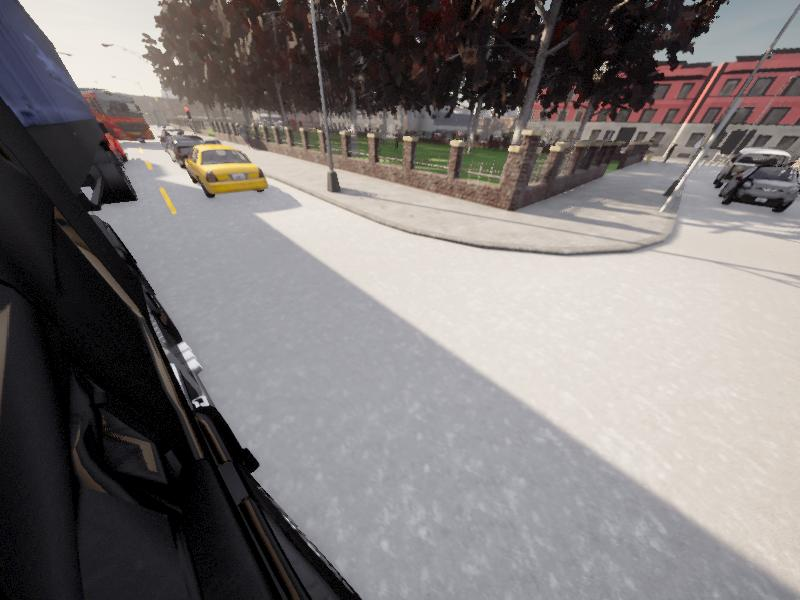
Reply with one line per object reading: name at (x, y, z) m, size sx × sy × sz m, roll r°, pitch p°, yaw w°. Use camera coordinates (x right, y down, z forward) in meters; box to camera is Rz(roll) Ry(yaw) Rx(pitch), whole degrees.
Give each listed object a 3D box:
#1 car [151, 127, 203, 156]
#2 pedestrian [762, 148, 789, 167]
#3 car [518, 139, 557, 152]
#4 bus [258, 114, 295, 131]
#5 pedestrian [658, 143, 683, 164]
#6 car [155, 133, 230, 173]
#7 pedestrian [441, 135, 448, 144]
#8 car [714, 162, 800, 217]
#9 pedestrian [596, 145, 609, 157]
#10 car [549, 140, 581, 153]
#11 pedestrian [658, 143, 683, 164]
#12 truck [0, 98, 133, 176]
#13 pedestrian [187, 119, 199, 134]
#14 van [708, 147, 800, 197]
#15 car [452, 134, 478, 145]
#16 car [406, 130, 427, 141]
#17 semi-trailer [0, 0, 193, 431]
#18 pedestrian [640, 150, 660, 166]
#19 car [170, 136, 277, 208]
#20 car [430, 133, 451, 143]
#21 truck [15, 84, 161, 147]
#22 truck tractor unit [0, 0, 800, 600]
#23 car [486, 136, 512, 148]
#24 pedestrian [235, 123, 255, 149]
car at (-16.228, -11.550, 16.804) m, size 1.845 × 1.501 × 3.633 m, roll -29°, pitch 47°, yaw -36°
pedestrian at (45.461, -17.252, 27.984) m, size 0.751 × 1.860 × 0.751 m, roll 30°, pitch 45°, yaw 32°
car at (22.309, -25.203, 37.651) m, size 1.837 × 1.490 × 4.892 m, roll -29°, pitch 47°, yaw -35°
bus at (-44.964, -64.828, 84.424) m, size 10.273 × 4.253 × 3.944 m, roll -23°, pitch 44°, yaw -31°
pedestrian at (29.503, -15.963, 25.215) m, size 0.751 × 1.860 × 0.751 m, roll -11°, pitch 39°, yaw -17°
car at (-11.716, -8.387, 12.972) m, size 2.033 × 1.411 × 5.357 m, roll -29°, pitch 47°, yaw -35°
pedestrian at (8.401, -30.307, 43.530) m, size 0.751 × 1.300 × 0.751 m, roll -28°, pitch 46°, yaw -34°
car at (15.742, -4.953, 10.048) m, size 3.633 × 1.501 × 1.845 m, roll -28°, pitch 46°, yaw -34°
pedestrian at (26.609, -19.580, 30.343) m, size 0.751 × 1.300 × 0.751 m, roll 23°, pitch 41°, yaw 24°
car at (27.212, -25.417, 38.230) m, size 1.845 × 1.501 × 3.633 m, roll -28°, pitch 47°, yaw -34°
pedestrian at (29.044, -15.723, 24.864) m, size 0.751 × 1.860 × 0.751 m, roll -14°, pitch 40°, yaw -21°
truck at (-15.436, -7.780, 11.021) m, size 2.627 × 2.467 × 5.204 m, roll -28°, pitch 46°, yaw -34°
pedestrian at (-32.271, -27.021, 36.002) m, size 0.751 × 1.860 × 0.751 m, roll -28°, pitch 46°, yaw -35°
van at (20.274, -7.558, 13.408) m, size 4.480 × 2.038 × 2.069 m, roll -28°, pitch 46°, yaw -34°
car at (12.772, -31.576, 45.543) m, size 2.007 × 1.525 × 4.514 m, roll -28°, pitch 46°, yaw -34°
car at (3.733, -37.747, 52.931) m, size 1.932 × 1.855 × 4.605 m, roll -28°, pitch 46°, yaw -34°
semi-trailer at (-8.290, -3.855, 4.590) m, size 2.717 × 4.402 × 14.254 m, roll -29°, pitch 47°, yaw -35°
pedestrian at (24.445, -13.914, 22.607) m, size 0.751 × 1.300 × 0.751 m, roll -27°, pitch 46°, yaw -34°
car at (-6.766, -5.052, 8.669) m, size 1.801 × 1.575 × 5.366 m, roll -27°, pitch 46°, yaw -34°
car at (8.506, -34.398, 49.089) m, size 1.970 × 1.475 × 3.806 m, roll -28°, pitch 46°, yaw -34°
truck at (-26.907, -16.080, 20.256) m, size 8.468 × 3.827 × 2.891 m, roll 11°, pitch 37°, yaw 11°
truck tractor unit at (-2.645, -0.295, 0.351) m, size 6.516 × 4.208 × 3.053 m, roll 28°, pitch 44°, yaw 30°
car at (17.699, -28.303, 41.454) m, size 1.789 × 1.549 × 3.705 m, roll -28°, pitch 46°, yaw -34°
pedestrian at (-13.941, -14.785, 20.797) m, size 0.751 × 1.860 × 0.751 m, roll -28°, pitch 46°, yaw -34°
